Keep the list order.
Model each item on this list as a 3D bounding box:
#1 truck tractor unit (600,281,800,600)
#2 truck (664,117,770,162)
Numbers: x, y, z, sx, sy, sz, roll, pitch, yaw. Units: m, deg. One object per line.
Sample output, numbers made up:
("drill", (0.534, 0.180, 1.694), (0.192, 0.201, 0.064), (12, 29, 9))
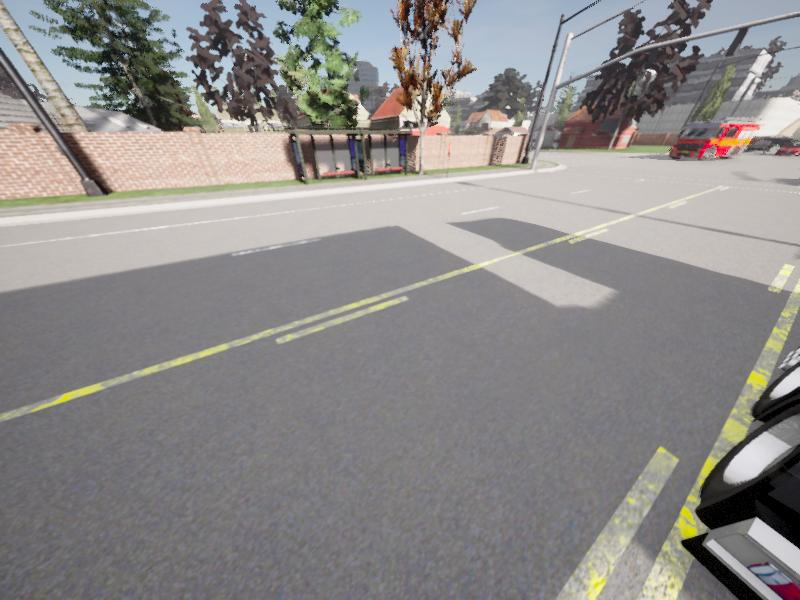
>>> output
("truck tractor unit", (5.139, -0.272, 0.741), (6.516, 4.208, 3.053), (-17, 39, -23))
("truck", (35.409, -17.989, 25.968), (8.468, 3.827, 2.891), (-12, 38, -16))
